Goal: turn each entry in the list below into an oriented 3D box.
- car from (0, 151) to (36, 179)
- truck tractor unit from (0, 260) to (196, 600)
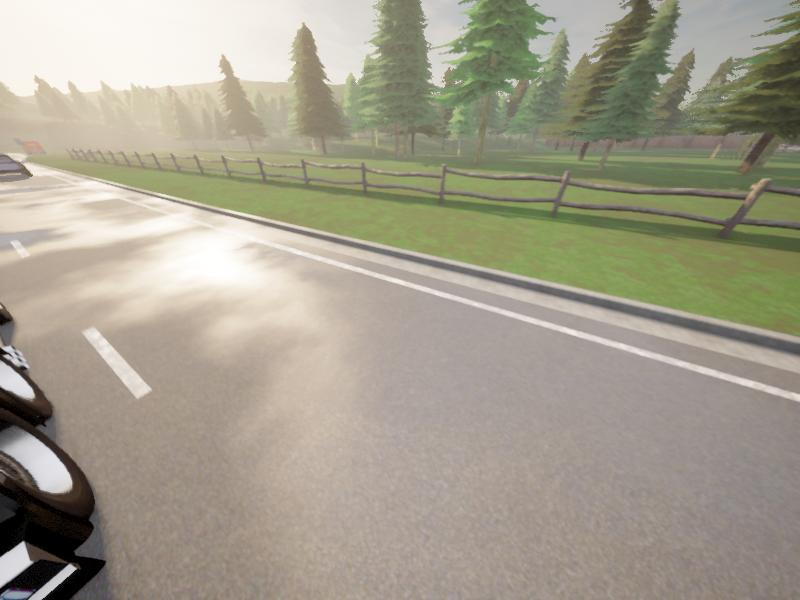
[{"bbox_3d":[-31.659,-10.736,18.323,4.856,1.649,2.033,19,39,26],"label":"car"},{"bbox_3d":[-5.104,-0.307,0.800,6.516,4.208,3.053,19,39,25],"label":"truck tractor unit"}]
